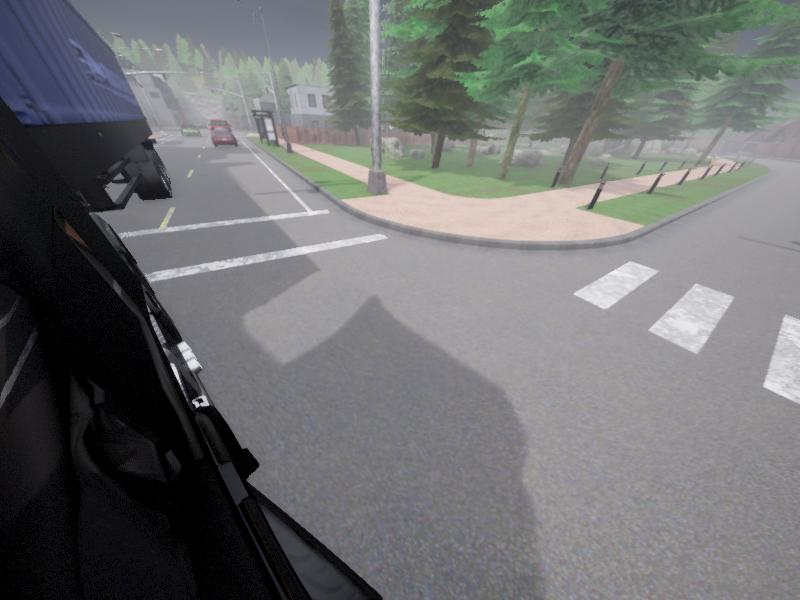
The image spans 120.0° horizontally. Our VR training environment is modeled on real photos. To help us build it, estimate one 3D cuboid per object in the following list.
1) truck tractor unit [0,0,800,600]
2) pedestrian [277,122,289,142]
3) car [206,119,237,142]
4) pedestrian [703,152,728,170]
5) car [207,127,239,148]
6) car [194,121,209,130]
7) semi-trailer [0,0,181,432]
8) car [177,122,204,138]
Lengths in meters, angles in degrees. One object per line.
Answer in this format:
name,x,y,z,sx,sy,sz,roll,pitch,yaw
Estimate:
truck tractor unit,-2.645,-0.295,0.352,6.516,4.208,3.053,28,44,30
pedestrian,-13.917,-20.016,27.567,0.751,1.860,0.751,-18,41,-25
car,-21.368,-20.364,27.678,2.150,2.045,5.566,-19,42,-26
pedestrian,28.852,-12.731,21.123,0.751,1.300,0.751,-22,44,-29
car,-17.197,-15.872,22.533,1.994,1.385,4.181,-19,42,-26
car,-43.177,-38.076,50.403,1.994,1.385,4.181,-19,42,-26
semi-trailer,-7.758,-4.124,4.960,2.717,4.402,14.254,-23,44,-30
car,-27.463,-22.359,30.367,2.007,1.525,4.514,-20,42,-27
